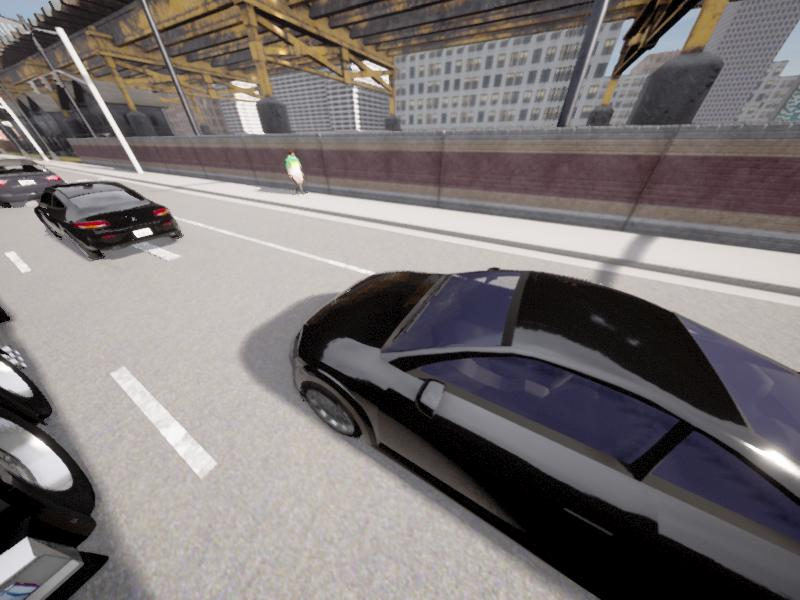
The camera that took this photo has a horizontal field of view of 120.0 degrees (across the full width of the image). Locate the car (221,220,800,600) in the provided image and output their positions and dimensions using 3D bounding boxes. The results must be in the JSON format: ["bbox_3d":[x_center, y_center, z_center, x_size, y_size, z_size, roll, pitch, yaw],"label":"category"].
[{"bbox_3d":[0.957,0.552,1.998,4.181,1.385,1.994,18,39,24],"label":"car"}]

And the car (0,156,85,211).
[{"bbox_3d":[-17.401,-5.473,10.547,4.611,1.667,2.242,18,39,24],"label":"car"}]

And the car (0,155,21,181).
[{"bbox_3d":[-30.223,-9.531,16.623,4.902,1.511,2.128,18,39,24],"label":"car"}]

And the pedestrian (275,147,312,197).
[{"bbox_3d":[-4.641,-5.621,10.173,0.751,1.860,0.751,18,39,24],"label":"pedestrian"}]

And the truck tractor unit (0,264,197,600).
[{"bbox_3d":[-5.110,-0.301,0.779,6.516,4.208,3.053,18,39,24],"label":"truck tractor unit"}]

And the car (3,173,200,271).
[{"bbox_3d":[-7.894,-2.325,6.140,4.674,1.442,1.812,18,39,24],"label":"car"}]
